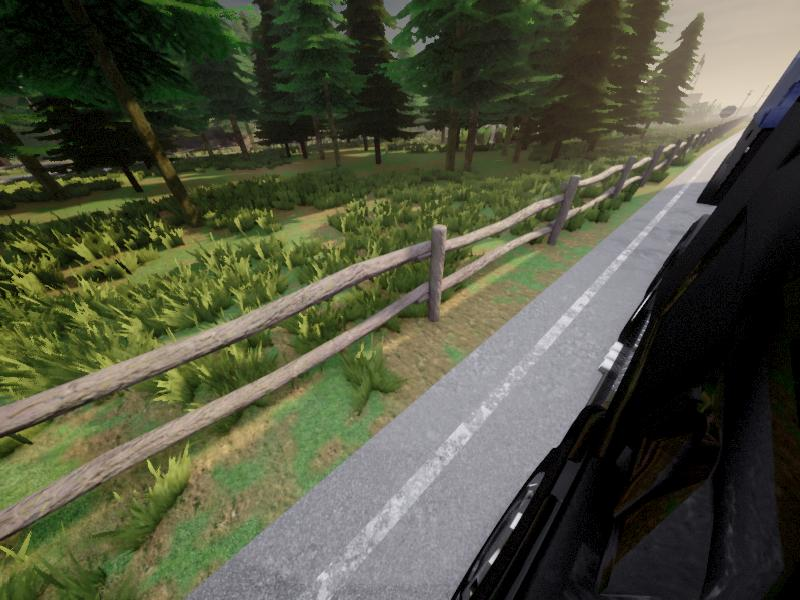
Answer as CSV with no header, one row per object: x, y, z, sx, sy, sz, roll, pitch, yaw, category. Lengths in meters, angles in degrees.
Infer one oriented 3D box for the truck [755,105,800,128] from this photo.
56.689,-27.540,34.767,5.204,2.467,2.627,-27,43,-29,truck

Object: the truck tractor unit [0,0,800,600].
2.645,-0.295,0.351,6.516,4.208,3.053,-28,44,-30,truck tractor unit

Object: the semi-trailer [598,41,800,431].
8.686,-3.616,4.235,14.254,4.402,2.717,-28,44,-30,semi-trailer

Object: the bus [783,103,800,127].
63.664,-29.216,35.069,10.273,4.253,3.944,-27,43,-29,bus
